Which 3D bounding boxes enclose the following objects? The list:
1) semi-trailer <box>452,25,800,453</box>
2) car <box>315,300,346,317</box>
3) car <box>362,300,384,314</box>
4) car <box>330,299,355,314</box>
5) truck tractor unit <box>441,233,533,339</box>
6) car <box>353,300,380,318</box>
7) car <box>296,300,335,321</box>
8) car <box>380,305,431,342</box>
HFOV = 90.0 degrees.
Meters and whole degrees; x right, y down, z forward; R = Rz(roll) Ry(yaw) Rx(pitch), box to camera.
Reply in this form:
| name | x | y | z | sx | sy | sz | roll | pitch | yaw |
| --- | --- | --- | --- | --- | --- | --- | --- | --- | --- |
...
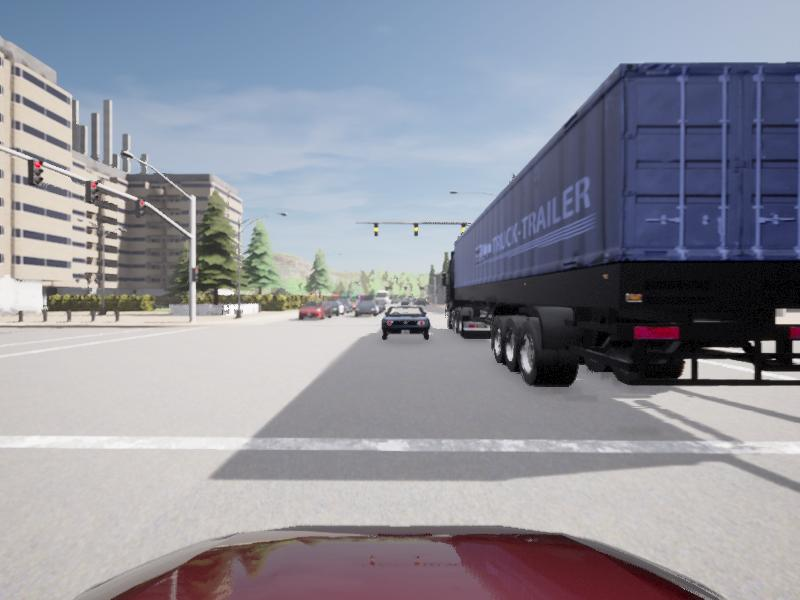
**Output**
| name | x | y | z | sx | sy | sz | roll | pitch | yaw |
| --- | --- | --- | --- | --- | --- | --- | --- | --- | --- |
| semi-trailer | 3.675 | -0.643 | 11.251 | 2.717 | 4.402 | 14.254 | 0 | 0 | 1 |
| car | -6.504 | 0.754 | 38.120 | 2.038 | 1.542 | 4.974 | 0 | 0 | 1 |
| car | -2.931 | 0.744 | 43.995 | 2.007 | 1.525 | 4.514 | 0 | 0 | 1 |
| car | -6.417 | 0.692 | 45.076 | 2.033 | 1.649 | 4.856 | 0 | 0 | 1 |
| truck tractor unit | 3.773 | -0.565 | 19.167 | 3.053 | 4.208 | 6.516 | 0 | 0 | 1 |
| car | -3.018 | 0.756 | 37.012 | 2.038 | 1.542 | 4.974 | 0 | 0 | 1 |
| car | -6.644 | 0.768 | 31.886 | 2.007 | 1.525 | 4.514 | 0 | 0 | 2 |
| car | 0.241 | 0.910 | 17.395 | 1.895 | 1.301 | 4.718 | 0 | 0 | 1 |
